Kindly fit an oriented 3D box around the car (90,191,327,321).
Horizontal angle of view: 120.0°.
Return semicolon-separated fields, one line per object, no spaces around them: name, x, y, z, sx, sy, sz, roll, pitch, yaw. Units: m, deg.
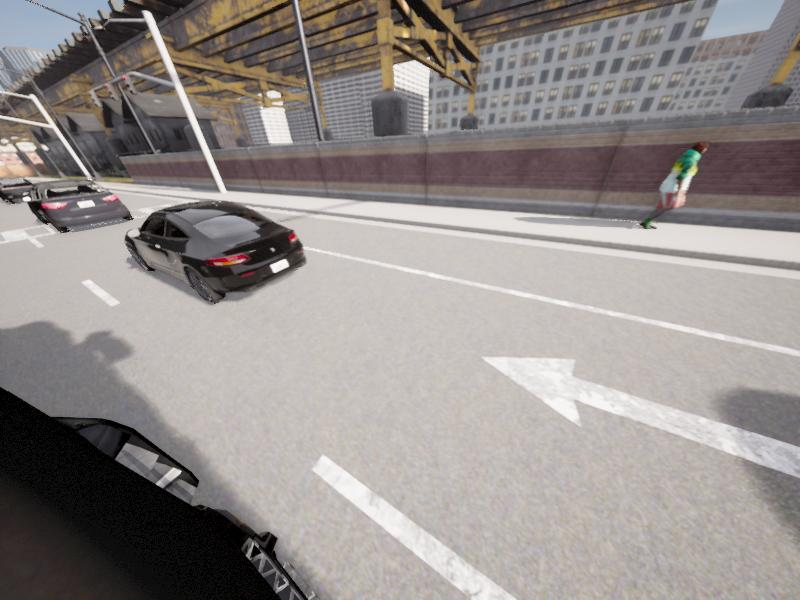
car;-4.079;-1.300;4.927;4.674;1.442;1.812;16;38;26

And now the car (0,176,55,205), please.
car;-28.882;-8.360;17.459;4.902;1.511;2.128;16;38;26

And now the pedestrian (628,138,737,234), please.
pedestrian;6.308;-2.593;5.339;0.751;1.860;0.751;16;38;26

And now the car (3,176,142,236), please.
car;-13.835;-4.158;9.798;4.611;1.667;2.242;16;38;26
